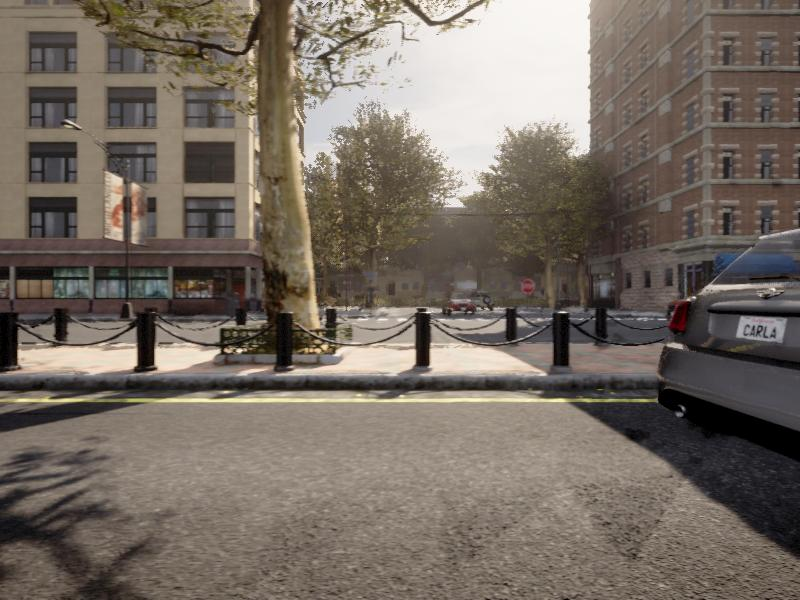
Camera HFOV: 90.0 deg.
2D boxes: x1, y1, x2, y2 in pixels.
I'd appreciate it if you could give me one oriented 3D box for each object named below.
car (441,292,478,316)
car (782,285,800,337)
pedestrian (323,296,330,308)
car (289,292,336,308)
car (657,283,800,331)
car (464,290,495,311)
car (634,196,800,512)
[{"bbox_3d":[3.946,0.254,27.080,1.816,1.474,4.193,0,0,0],"label":"car"},{"bbox_3d":[13.386,0.292,10.200,5.357,1.411,2.033,0,0,0],"label":"car"},{"bbox_3d":[-7.982,0.167,43.473,0.751,1.300,0.751,0,0,-13],"label":"pedestrian"},{"bbox_3d":[-11.290,-0.029,51.688,5.566,2.045,2.150,0,0,0],"label":"car"},{"bbox_3d":[11.909,0.220,13.701,5.008,1.535,1.882,0,0,0],"label":"car"},{"bbox_3d":[7.290,0.053,37.104,1.932,1.855,4.605,0,0,-1],"label":"car"},{"bbox_3d":[3.772,0.253,2.206,3.806,1.475,1.970,0,0,0],"label":"car"}]
